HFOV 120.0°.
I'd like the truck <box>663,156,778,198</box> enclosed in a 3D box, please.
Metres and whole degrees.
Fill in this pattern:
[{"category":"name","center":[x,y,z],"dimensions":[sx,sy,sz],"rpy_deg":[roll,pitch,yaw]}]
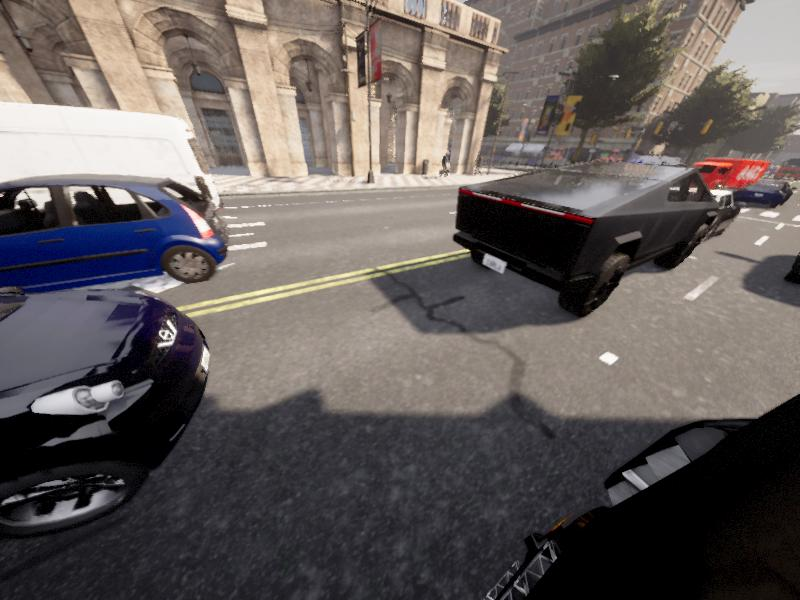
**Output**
[{"category":"truck","center":[24.333,-9.398,17.728],"dimensions":[5.204,2.467,2.627],"rpy_deg":[-6,34,-14]}]

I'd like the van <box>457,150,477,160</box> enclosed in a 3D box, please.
[{"category":"van","center":[16.776,-36.509,58.173],"dimensions":[2.069,2.038,4.480],"rpy_deg":[-16,38,-26]}]

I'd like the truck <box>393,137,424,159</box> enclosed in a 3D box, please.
[{"category":"truck","center":[1.735,-35.656,54.102],"dimensions":[2.891,3.827,8.468],"rpy_deg":[-16,38,-26]}]

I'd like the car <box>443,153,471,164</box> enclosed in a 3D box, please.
[{"category":"car","center":[10.355,-26.036,42.435],"dimensions":[2.128,1.511,4.902],"rpy_deg":[-16,38,-26]}]

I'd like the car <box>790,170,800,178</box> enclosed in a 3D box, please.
[{"category":"car","center":[95.427,-29.925,54.932],"dimensions":[5.366,1.575,1.801],"rpy_deg":[-16,38,-26]}]

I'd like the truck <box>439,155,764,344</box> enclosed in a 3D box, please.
[{"category":"truck","center":[4.183,-1.638,4.830],"dimensions":[6.274,2.098,2.390],"rpy_deg":[-16,38,-26]}]

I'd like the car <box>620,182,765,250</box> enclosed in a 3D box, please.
[{"category":"car","center":[10.065,-3.074,8.008],"dimensions":[3.806,1.475,1.970],"rpy_deg":[-16,38,-26]}]

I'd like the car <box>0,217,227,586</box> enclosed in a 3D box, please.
[{"category":"car","center":[-3.383,0.728,1.200],"dimensions":[3.633,1.501,1.845],"rpy_deg":[-16,38,-26]}]

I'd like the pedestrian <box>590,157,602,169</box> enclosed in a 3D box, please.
[{"category":"pedestrian","center":[36.852,-25.750,43.459],"dimensions":[0.751,1.860,0.751],"rpy_deg":[-13,37,-23]}]

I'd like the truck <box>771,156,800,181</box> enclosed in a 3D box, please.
[{"category":"truck","center":[76.179,-25.324,44.452],"dimensions":[8.468,3.827,2.891],"rpy_deg":[-16,38,-26]}]

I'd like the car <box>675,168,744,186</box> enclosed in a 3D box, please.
[{"category":"car","center":[37.824,-15.207,28.417],"dimensions":[1.812,1.442,4.674],"rpy_deg":[-16,38,-26]}]

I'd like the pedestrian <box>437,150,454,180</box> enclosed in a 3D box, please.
[{"category":"pedestrian","center":[3.412,-10.213,17.527],"dimensions":[0.751,1.860,0.751],"rpy_deg":[-8,35,-16]}]

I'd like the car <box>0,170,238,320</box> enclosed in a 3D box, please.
[{"category":"car","center":[-5.177,-1.041,3.642],"dimensions":[3.988,1.617,1.851],"rpy_deg":[-16,38,-26]}]

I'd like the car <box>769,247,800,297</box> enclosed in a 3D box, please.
[{"category":"car","center":[10.581,-1.037,4.857],"dimensions":[4.856,1.649,2.033],"rpy_deg":[-16,38,-26]}]

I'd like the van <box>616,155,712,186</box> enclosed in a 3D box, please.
[{"category":"van","center":[28.865,-14.538,25.823],"dimensions":[6.366,2.431,2.351],"rpy_deg":[22,38,26]}]

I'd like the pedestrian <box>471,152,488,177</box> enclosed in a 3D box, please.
[{"category":"pedestrian","center":[7.104,-12.145,20.716],"dimensions":[0.751,1.860,0.751],"rpy_deg":[-16,38,-26]}]

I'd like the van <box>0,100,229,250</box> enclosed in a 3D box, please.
[{"category":"van","center":[-7.978,-2.873,5.330],"dimensions":[5.915,2.561,1.988],"rpy_deg":[-16,38,-26]}]

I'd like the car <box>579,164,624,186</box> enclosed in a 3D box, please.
[{"category":"car","center":[18.995,-11.948,21.970],"dimensions":[1.845,1.501,3.633],"rpy_deg":[13,35,14]}]

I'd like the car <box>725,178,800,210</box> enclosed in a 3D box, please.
[{"category":"car","center":[23.640,-6.940,14.971],"dimensions":[4.181,1.385,1.994],"rpy_deg":[-16,38,-26]}]
